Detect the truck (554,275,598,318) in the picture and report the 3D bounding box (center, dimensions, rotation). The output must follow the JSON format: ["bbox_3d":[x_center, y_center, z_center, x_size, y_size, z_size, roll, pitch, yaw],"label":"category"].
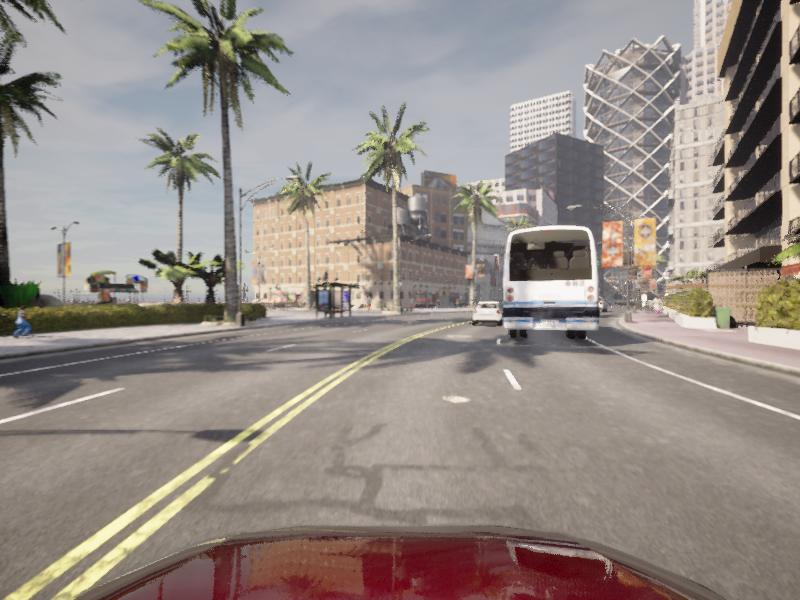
[{"bbox_3d":[17.677,-0.312,39.809,2.891,3.827,8.468,0,0,32],"label":"truck"}]

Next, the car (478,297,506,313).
[{"bbox_3d":[11.512,0.653,49.752,1.932,1.855,4.605,0,-1,32],"label":"car"}]

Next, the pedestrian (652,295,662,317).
[{"bbox_3d":[21.897,0.501,34.079,0.751,1.860,0.751,0,0,31],"label":"pedestrian"}]

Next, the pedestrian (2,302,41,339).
[{"bbox_3d":[-13.922,0.743,14.727,0.751,1.300,0.751,0,0,13],"label":"pedestrian"}]

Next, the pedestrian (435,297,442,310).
[{"bbox_3d":[5.245,0.474,54.920,0.751,1.860,0.751,0,0,30],"label":"pedestrian"}]

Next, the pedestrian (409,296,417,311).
[{"bbox_3d":[1.622,0.470,51.346,0.751,1.860,0.751,0,0,33],"label":"pedestrian"}]

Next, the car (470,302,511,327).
[{"bbox_3d":[5.993,0.852,26.099,1.970,1.475,3.806,0,0,23],"label":"car"}]

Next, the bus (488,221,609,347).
[{"bbox_3d":[6.673,-0.531,18.946,3.944,4.253,10.273,0,0,17],"label":"bus"}]

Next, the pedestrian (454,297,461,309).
[{"bbox_3d":[8.810,0.476,61.218,0.751,1.860,0.751,0,0,41],"label":"pedestrian"}]

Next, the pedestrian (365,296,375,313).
[{"bbox_3d":[-3.183,0.467,42.164,0.751,1.860,0.751,0,0,28],"label":"pedestrian"}]

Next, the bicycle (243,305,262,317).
[{"bbox_3d":[-12.657,0.912,34.262,0.373,1.024,1.643,0,0,32],"label":"bicycle"}]
